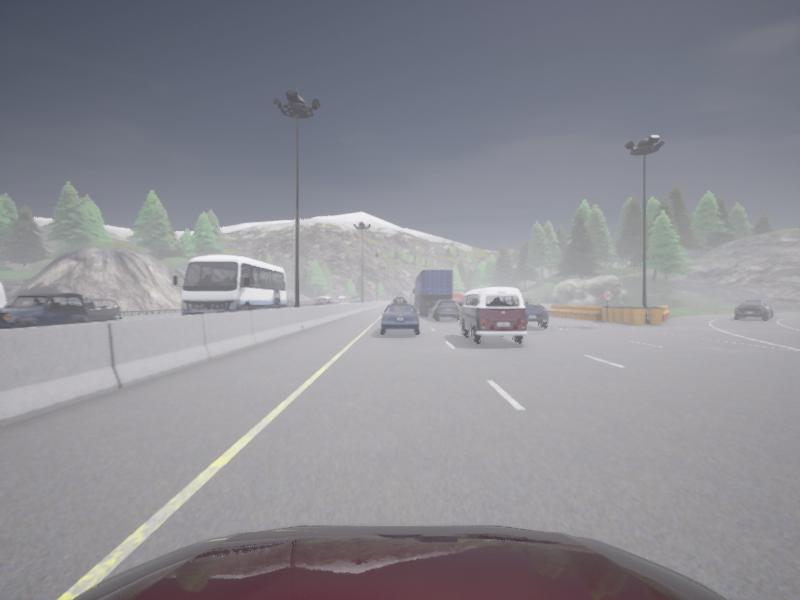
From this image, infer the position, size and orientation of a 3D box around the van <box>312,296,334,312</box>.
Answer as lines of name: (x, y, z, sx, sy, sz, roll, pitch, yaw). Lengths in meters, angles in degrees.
van: (-10.495, 0.502, 54.816, 2.069, 2.038, 4.480, 0, 0, 0)

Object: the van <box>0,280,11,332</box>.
van: (-21.003, 0.299, 17.632, 1.988, 2.561, 5.915, 0, 0, 0)

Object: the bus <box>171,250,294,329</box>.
bus: (-10.376, -0.567, 26.722, 3.944, 4.253, 10.273, 0, 0, 0)

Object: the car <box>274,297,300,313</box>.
car: (-13.995, 0.590, 49.890, 1.932, 1.855, 4.605, 0, 0, 0)

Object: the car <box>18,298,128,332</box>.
car: (-17.499, 0.729, 21.806, 2.242, 1.667, 4.611, 0, 0, 0)

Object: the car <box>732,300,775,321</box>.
car: (28.679, 0.782, 32.370, 4.974, 1.542, 2.038, 0, 0, -42)

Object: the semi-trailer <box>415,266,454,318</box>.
semi-trailer: (3.140, -0.669, 40.457, 2.717, 4.402, 14.254, 0, 0, 0)

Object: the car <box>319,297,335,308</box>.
car: (-13.992, 0.469, 77.025, 2.150, 2.045, 5.566, 0, 0, 0)

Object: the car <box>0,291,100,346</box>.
car: (-14.000, 0.626, 15.444, 1.905, 1.878, 3.866, 0, 0, 0)

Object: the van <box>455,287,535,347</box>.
van: (3.501, 0.553, 15.677, 2.069, 2.038, 4.480, 0, 0, 0)

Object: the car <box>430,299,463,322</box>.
car: (3.511, 0.746, 31.022, 2.033, 1.649, 4.856, 0, 0, 0)

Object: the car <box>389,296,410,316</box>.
car: (-0.003, 0.600, 39.468, 1.932, 1.855, 4.605, 0, 0, 1)

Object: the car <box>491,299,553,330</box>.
car: (7.002, 0.749, 23.655, 2.152, 1.651, 5.027, 0, 0, 0)

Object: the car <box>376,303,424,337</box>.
car: (0.005, 0.869, 19.785, 2.033, 1.411, 5.357, 0, 0, 0)

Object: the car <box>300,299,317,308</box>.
car: (-17.491, 0.681, 76.733, 2.152, 1.651, 5.027, 0, 0, 0)
